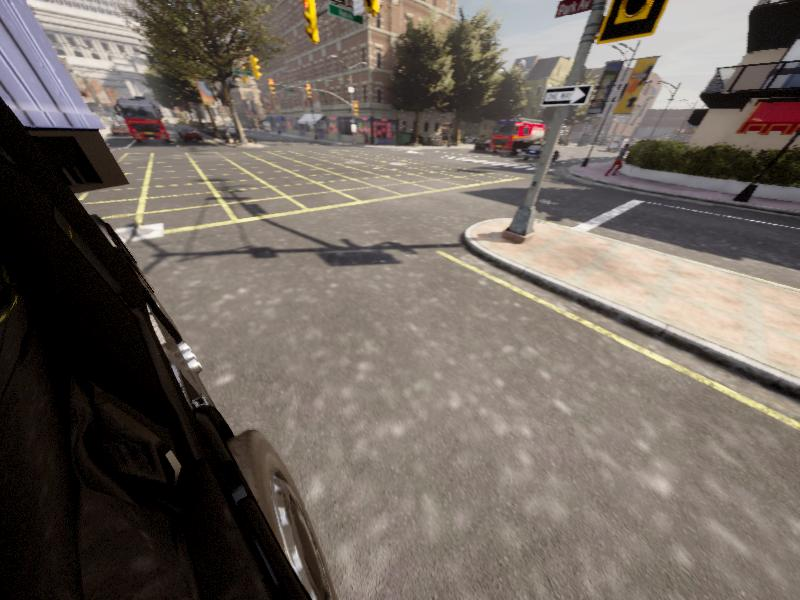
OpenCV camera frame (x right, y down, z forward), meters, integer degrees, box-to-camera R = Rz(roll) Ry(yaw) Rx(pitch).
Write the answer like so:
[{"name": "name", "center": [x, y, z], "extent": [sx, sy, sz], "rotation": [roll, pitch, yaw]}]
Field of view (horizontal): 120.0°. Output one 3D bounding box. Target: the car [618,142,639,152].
[{"name": "car", "center": [52.945, -35.479, 53.505], "extent": [5.238, 1.638, 1.930], "rotation": [-25, 44, -32]}]

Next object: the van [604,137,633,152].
[{"name": "van", "center": [45.806, -32.515, 48.387], "extent": [6.366, 2.431, 2.351], "rotation": [-25, 44, -32]}]

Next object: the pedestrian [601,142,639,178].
[{"name": "pedestrian", "center": [13.825, -8.799, 14.562], "extent": [0.751, 1.860, 0.751], "rotation": [-16, 40, -24]}]

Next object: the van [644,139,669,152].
[{"name": "van", "center": [61.860, -37.184, 55.698], "extent": [6.366, 2.431, 2.351], "rotation": [-25, 44, -32]}]

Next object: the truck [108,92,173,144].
[{"name": "truck", "center": [-27.707, -19.562, 25.112], "extent": [2.891, 3.827, 8.468], "rotation": [-24, 44, -32]}]

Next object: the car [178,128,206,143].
[{"name": "car", "center": [-24.660, -19.492, 27.336], "extent": [1.895, 1.301, 4.718], "rotation": [-24, 44, -32]}]

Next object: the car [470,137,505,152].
[{"name": "car", "center": [12.729, -22.424, 33.356], "extent": [5.238, 1.638, 1.930], "rotation": [-25, 45, -32]}]

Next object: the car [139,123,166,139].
[{"name": "car", "center": [-32.578, -22.314, 30.491], "extent": [1.970, 1.475, 3.806], "rotation": [-25, 44, -32]}]

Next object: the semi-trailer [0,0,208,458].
[{"name": "semi-trailer", "center": [-10.099, -1.454, 1.265], "extent": [14.254, 4.402, 2.717], "rotation": [3, 36, 0]}]

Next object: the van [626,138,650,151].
[{"name": "van", "center": [59.584, -38.836, 57.783], "extent": [6.366, 2.431, 2.351], "rotation": [-25, 44, -32]}]

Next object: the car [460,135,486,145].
[{"name": "car", "center": [16.006, -35.283, 51.005], "extent": [2.038, 1.542, 4.974], "rotation": [-24, 44, -31]}]

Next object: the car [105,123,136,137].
[{"name": "car", "center": [-36.984, -22.542, 30.665], "extent": [1.895, 1.301, 4.718], "rotation": [-25, 44, -32]}]

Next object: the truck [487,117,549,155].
[{"name": "truck", "center": [16.026, -22.100, 31.294], "extent": [8.468, 3.827, 2.891], "rotation": [-25, 44, -32]}]

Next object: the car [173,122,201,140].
[{"name": "car", "center": [-29.006, -23.024, 31.407], "extent": [2.097, 1.767, 4.553], "rotation": [-24, 44, -32]}]

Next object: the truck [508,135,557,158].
[{"name": "truck", "center": [16.363, -18.879, 28.418], "extent": [6.274, 2.098, 2.390], "rotation": [-25, 44, -32]}]

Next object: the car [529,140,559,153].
[{"name": "car", "center": [22.842, -24.342, 36.633], "extent": [5.366, 1.575, 1.801], "rotation": [-25, 44, -32]}]

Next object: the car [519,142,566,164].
[{"name": "car", "center": [14.736, -15.251, 23.816], "extent": [4.856, 1.649, 2.033], "rotation": [-25, 44, -32]}]

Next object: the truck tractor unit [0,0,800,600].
[{"name": "truck tractor unit", "center": [-2.645, -0.295, 0.351], "extent": [6.516, 4.208, 3.053], "rotation": [28, 44, 30]}]
